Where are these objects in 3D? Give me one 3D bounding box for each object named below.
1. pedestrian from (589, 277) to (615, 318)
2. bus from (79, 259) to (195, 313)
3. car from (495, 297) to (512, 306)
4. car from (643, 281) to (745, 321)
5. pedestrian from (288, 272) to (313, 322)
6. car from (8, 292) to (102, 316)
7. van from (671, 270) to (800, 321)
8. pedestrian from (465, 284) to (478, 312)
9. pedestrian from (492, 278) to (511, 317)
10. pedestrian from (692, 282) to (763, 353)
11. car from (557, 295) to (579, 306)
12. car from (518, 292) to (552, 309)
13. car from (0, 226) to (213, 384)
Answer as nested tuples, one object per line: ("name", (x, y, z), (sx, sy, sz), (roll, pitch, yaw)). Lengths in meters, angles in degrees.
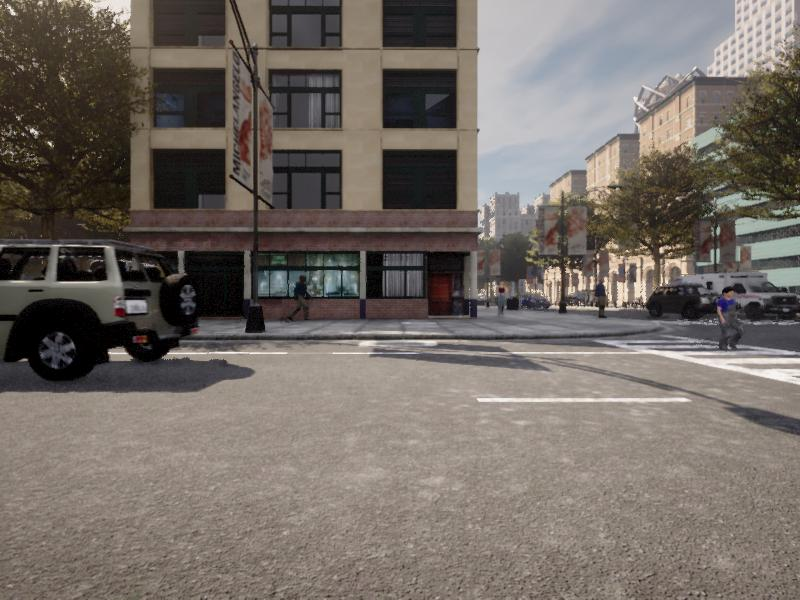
("pedestrian", (9.334, -0.117, 18.472), (0.751, 1.860, 0.751), (0, 0, -20))
("bus", (-23.249, -1.127, 36.536), (3.944, 4.253, 10.273), (0, 0, 0))
("car", (18.137, 0.264, 70.156), (1.812, 1.442, 4.674), (0, 0, 0))
("car", (14.890, 0.048, 20.655), (1.932, 1.855, 4.605), (0, 0, 1))
("pedestrian", (-3.777, -0.114, 15.192), (0.751, 1.860, 0.751), (0, 0, 0))
("car", (-23.034, 0.242, 27.050), (2.128, 1.511, 4.902), (0, 0, -1))
("van", (18.418, -0.227, 22.283), (2.351, 2.431, 6.366), (0, 0, 0))
("pedestrian", (4.873, -0.116, 27.302), (0.751, 1.860, 0.751), (0, 0, 3))
("pedestrian", (4.959, -0.116, 19.588), (0.751, 1.860, 0.751), (0, 0, 5))
("pedestrian", (6.271, 0.316, 7.701), (0.751, 1.300, 0.751), (0, 0, -8))
("car", (29.635, 0.046, 70.626), (1.932, 1.855, 4.605), (0, 0, 0))
("car", (14.764, 0.089, 44.014), (2.097, 1.767, 4.553), (0, 0, -1))
("car", (-5.406, 0.055, 5.685), (4.605, 1.855, 1.932), (0, 0, 0))
